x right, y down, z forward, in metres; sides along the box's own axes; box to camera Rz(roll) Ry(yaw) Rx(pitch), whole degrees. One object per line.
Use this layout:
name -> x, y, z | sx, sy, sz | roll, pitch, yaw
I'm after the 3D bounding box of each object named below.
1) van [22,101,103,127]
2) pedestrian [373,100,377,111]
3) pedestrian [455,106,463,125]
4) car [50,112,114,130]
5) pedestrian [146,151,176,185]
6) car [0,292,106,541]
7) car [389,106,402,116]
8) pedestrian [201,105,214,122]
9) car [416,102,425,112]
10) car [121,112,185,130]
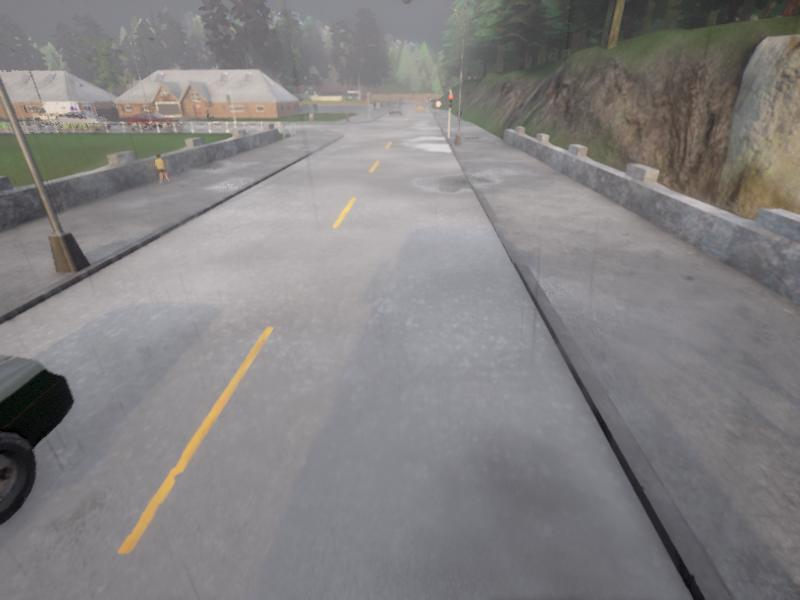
van -> -36.751, -20.337, 43.727 | 6.366, 2.431, 2.351 | 1, 27, 2
pedestrian -> -5.080, -38.835, 79.948 | 0.751, 1.860, 0.751 | -1, 27, -2
pedestrian -> 6.174, -19.359, 41.974 | 0.751, 1.860, 0.751 | 2, 27, 4
car -> -31.811, -18.005, 40.150 | 4.514, 1.525, 2.007 | 1, 27, 2
pedestrian -> -8.629, -4.763, 14.448 | 0.500, 1.100, 0.500 | 1, 27, 2
car -> -4.136, 1.744, 1.566 | 2.038, 1.542, 4.974 | 1, 27, 2
car -> -0.701, -30.651, 64.813 | 1.994, 1.385, 4.181 | 1, 27, 2
pedestrian -> -22.984, -22.299, 47.828 | 0.751, 1.860, 0.751 | 1, 27, 3
car -> 4.166, -38.945, 80.709 | 1.801, 1.575, 5.366 | 1, 27, 2
car -> -24.514, -17.876, 39.856 | 5.008, 1.535, 1.882 | 1, 27, 3
